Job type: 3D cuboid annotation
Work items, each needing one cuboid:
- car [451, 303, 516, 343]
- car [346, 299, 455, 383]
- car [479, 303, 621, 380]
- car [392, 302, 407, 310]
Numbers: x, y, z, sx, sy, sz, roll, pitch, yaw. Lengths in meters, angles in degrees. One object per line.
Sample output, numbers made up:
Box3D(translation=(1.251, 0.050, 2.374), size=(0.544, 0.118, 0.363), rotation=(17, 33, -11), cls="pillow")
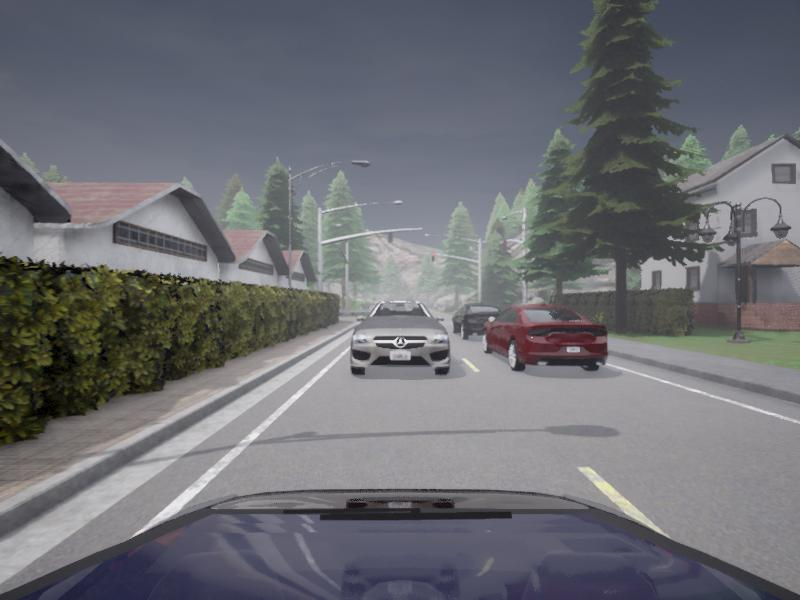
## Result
Box3D(translation=(3.526, 0.888, 17.955), size=(1.882, 1.535, 5.008), rotation=(0, 0, 0), cls="car")
Box3D(translation=(0.003, 0.821, 10.424), size=(2.152, 1.651, 5.027), rotation=(0, 0, 0), cls="car")
Box3D(translation=(3.517, 0.863, 10.572), size=(1.882, 1.535, 5.008), rotation=(0, 0, 0), cls="car")
Box3D(translation=(-0.165, 1.129, 74.085), size=(2.128, 1.511, 4.902), rotation=(0, 0, -7), cls="car")
